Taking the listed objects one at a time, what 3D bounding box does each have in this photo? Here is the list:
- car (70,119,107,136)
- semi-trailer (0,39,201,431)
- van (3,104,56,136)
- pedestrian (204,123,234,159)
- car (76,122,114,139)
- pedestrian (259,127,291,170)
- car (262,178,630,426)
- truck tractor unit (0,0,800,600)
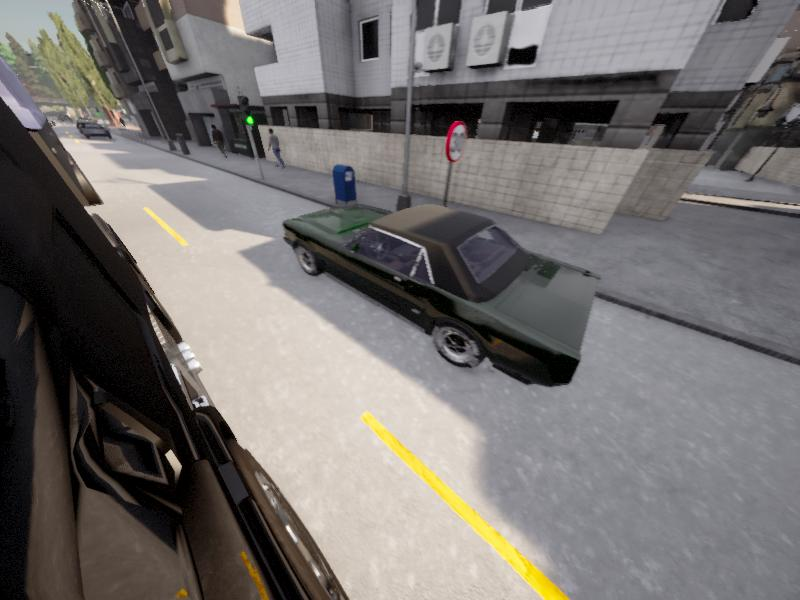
[{"bbox_3d":[-39.235,-21.765,29.083,4.514,1.525,2.007,28,43,30],"label":"car"},{"bbox_3d":[-8.699,-3.599,4.234,14.254,4.402,2.717,28,43,30],"label":"semi-trailer"},{"bbox_3d":[-41.243,-20.124,25.881,5.915,2.561,1.988,28,43,30],"label":"van"},{"bbox_3d":[-11.694,-10.261,14.950,0.751,1.860,0.751,25,42,27],"label":"pedestrian"},{"bbox_3d":[-33.461,-18.595,25.333,4.181,1.385,1.994,30,44,32],"label":"car"},{"bbox_3d":[-6.635,-8.085,12.361,0.751,1.860,0.751,19,39,21],"label":"pedestrian"},{"bbox_3d":[0.150,-0.708,3.566,4.718,1.301,1.895,28,43,30],"label":"car"},{"bbox_3d":[-2.645,-0.295,0.352,6.516,4.208,3.053,28,44,30],"label":"truck tractor unit"}]
